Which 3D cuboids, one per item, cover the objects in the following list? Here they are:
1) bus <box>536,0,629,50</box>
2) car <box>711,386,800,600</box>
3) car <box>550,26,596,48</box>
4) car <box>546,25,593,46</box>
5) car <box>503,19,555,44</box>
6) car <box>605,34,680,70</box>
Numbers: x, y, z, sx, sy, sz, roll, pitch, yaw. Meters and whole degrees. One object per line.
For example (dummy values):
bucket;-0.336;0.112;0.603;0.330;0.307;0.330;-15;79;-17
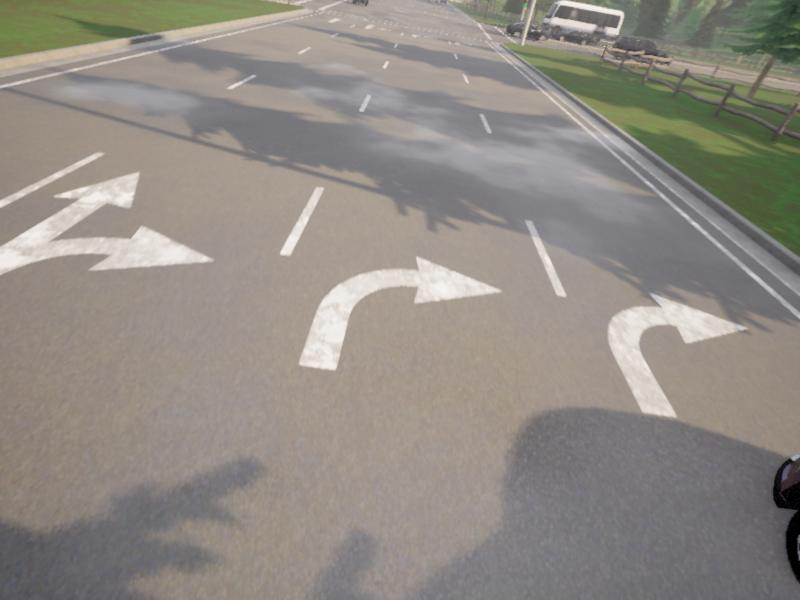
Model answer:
bus;25.092;-38.372;55.544;10.273;4.253;3.944;8;38;-3
car;3.660;2.372;1.048;2.033;1.649;4.856;8;38;-3
car;21.898;-33.451;50.810;4.892;1.490;1.837;8;38;-3
car;22.702;-35.470;53.639;5.357;1.411;2.033;8;38;-3
car;14.121;-29.494;43.984;4.892;1.490;1.837;5;37;-6
car;23.518;-24.190;39.001;5.566;2.045;2.150;9;38;-2
